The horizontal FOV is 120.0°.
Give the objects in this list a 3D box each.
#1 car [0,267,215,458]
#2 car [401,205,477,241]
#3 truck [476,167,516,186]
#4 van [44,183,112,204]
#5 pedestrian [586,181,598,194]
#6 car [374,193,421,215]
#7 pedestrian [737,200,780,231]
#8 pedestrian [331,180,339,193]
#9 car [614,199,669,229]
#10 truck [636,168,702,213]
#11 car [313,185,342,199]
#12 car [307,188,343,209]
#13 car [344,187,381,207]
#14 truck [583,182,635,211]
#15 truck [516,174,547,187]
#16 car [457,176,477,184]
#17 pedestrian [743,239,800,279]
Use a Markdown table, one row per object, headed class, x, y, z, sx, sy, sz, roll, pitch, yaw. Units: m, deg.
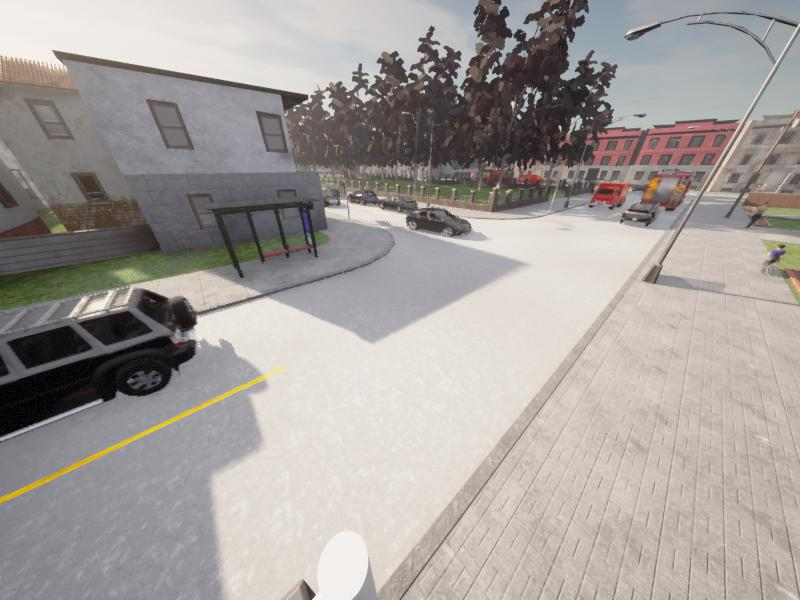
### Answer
| class | x | y | z | sx | sy | sz | roll | pitch | yaw |
| --- | --- | --- | --- | --- | --- | --- | --- | --- | --- |
| car | -6.548 | 1.160 | 4.106 | 4.605 | 1.855 | 1.932 | -23 | 37 | -32 |
| car | 2.536 | -5.494 | 16.029 | 4.892 | 1.490 | 1.837 | 24 | 38 | 36 |
| truck | 24.243 | -31.576 | 58.872 | 2.891 | 3.827 | 8.468 | -23 | 37 | -34 |
| van | -41.451 | -13.873 | 29.994 | 4.480 | 2.038 | 2.069 | -23 | 37 | -34 |
| pedestrian | 30.987 | -18.144 | 37.317 | 0.751 | 1.860 | 0.751 | -23 | 37 | -34 |
| car | -0.326 | -9.955 | 23.738 | 2.128 | 1.511 | 4.902 | -23 | 37 | -34 |
| pedestrian | 24.820 | -5.859 | 16.036 | 0.751 | 1.860 | 0.751 | 20 | 36 | 31 |
| pedestrian | -11.247 | -19.606 | 39.847 | 0.751 | 1.860 | 0.751 | 15 | 33 | 24 |
| car | 19.675 | -7.096 | 18.787 | 4.902 | 1.511 | 2.128 | -23 | 37 | -34 |
| truck | 29.714 | -12.305 | 25.488 | 8.468 | 3.827 | 2.891 | -23 | 37 | -34 |
| car | -10.988 | -16.444 | 34.974 | 2.128 | 1.511 | 4.902 | -24 | 38 | -35 |
| car | -8.859 | -12.021 | 27.198 | 2.033 | 1.649 | 4.856 | -23 | 37 | -34 |
| car | -4.661 | -12.735 | 28.438 | 2.033 | 1.649 | 4.856 | -24 | 38 | -35 |
| truck | 23.164 | -11.588 | 25.608 | 5.204 | 2.467 | 2.627 | -23 | 37 | -34 |
| truck | 30.128 | -27.479 | 53.131 | 2.627 | 2.467 | 5.204 | -23 | 37 | -34 |
| car | 18.768 | -33.892 | 65.087 | 2.152 | 1.651 | 5.027 | -23 | 37 | -34 |
| pedestrian | 15.170 | -1.677 | 9.352 | 0.751 | 1.300 | 0.751 | 15 | 33 | 24 |
